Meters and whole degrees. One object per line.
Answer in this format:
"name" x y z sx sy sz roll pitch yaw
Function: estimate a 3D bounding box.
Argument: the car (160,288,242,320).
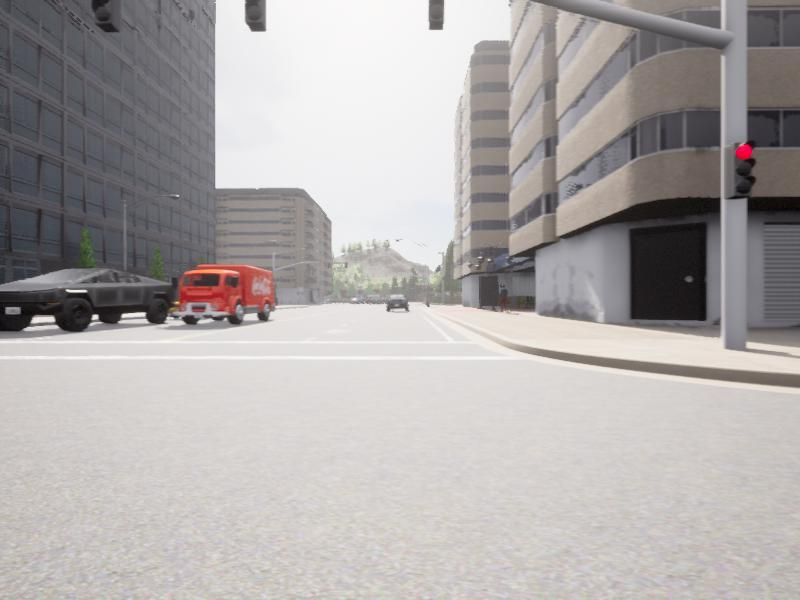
"car" -10.852 0.208 22.368 1.801 1.575 5.366 0 0 1

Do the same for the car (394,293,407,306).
"car" 0.103 -0.058 68.931 2.150 2.045 5.566 0 0 1

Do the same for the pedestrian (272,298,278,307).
"pedestrian" -14.849 0.273 47.515 0.500 1.100 0.500 0 0 14

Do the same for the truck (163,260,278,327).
"truck" -7.447 -0.239 17.437 2.627 2.467 5.204 0 0 1

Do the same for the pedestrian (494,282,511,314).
"pedestrian" 6.192 -0.119 24.092 0.751 1.860 0.751 0 0 -9

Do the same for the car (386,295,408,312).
"car" -0.249 0.270 36.028 1.812 1.442 4.674 0 0 1

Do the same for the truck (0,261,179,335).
"truck" -10.991 -0.052 14.535 2.390 2.098 6.274 0 0 1
